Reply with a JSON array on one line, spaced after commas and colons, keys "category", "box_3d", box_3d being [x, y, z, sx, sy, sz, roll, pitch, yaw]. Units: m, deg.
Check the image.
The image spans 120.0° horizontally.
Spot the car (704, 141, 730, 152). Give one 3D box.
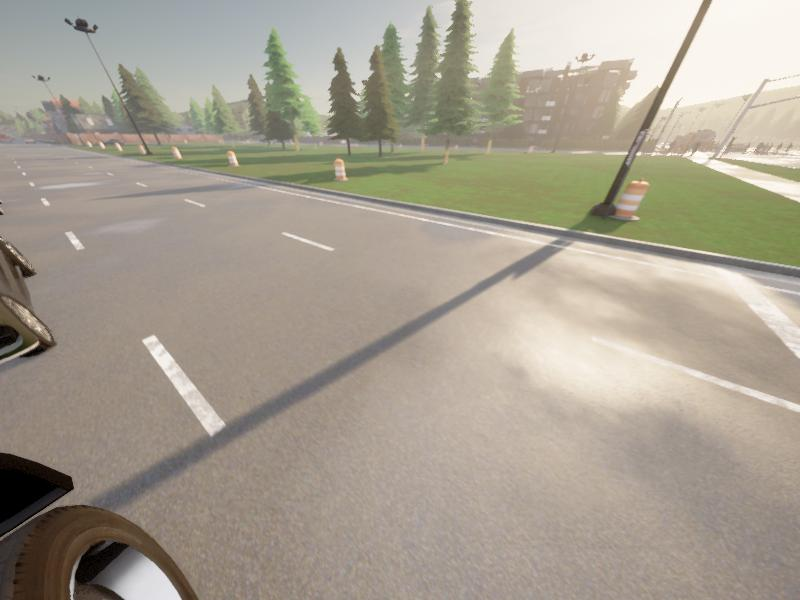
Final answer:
[{"category": "car", "box_3d": [69.971, -33.973, 51.065, 1.905, 1.878, 3.866, 22, 41, 28]}]

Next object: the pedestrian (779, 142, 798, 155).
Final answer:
[{"category": "pedestrian", "box_3d": [67.673, -26.475, 40.257, 0.751, 1.860, 0.751, 21, 40, 27]}]

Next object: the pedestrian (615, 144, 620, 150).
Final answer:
[{"category": "pedestrian", "box_3d": [48.259, -33.984, 51.256, 0.500, 1.100, 0.500, 24, 42, 30]}]

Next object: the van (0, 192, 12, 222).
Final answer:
[{"category": "van", "box_3d": [-14.881, -3.733, 7.351, 4.442, 1.987, 1.775, 22, 41, 28]}]

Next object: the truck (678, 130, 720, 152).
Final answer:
[{"category": "truck", "box_3d": [67.288, -36.093, 52.353, 2.891, 3.827, 8.468, 22, 41, 28]}]

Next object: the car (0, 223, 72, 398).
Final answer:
[{"category": "car", "box_3d": [-6.593, -0.206, 2.737, 5.027, 1.651, 2.152, 22, 41, 28]}]
